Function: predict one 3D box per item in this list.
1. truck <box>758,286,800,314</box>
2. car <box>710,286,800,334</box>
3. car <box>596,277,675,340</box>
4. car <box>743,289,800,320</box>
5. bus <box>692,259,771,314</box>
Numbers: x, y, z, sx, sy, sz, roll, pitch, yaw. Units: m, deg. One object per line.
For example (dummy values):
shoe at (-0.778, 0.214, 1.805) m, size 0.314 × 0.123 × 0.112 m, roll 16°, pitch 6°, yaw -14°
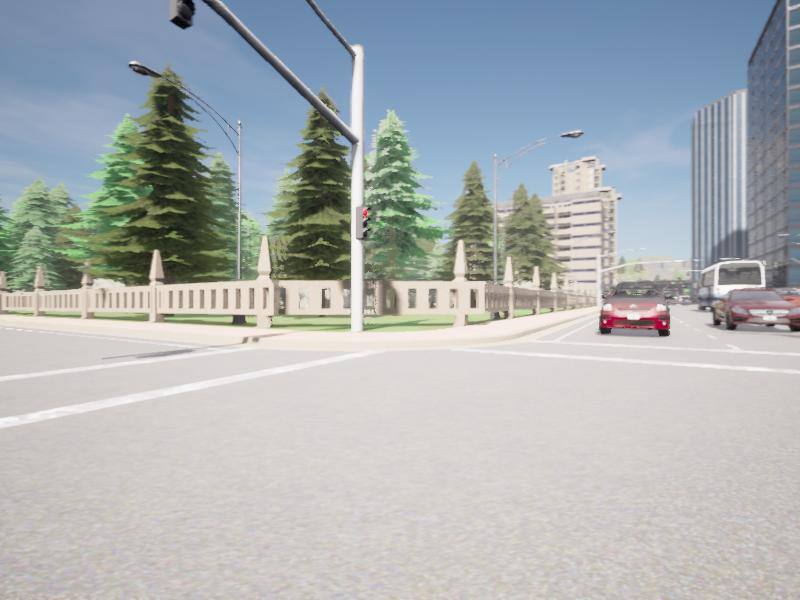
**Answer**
truck at (31.639, 0.031, 32.800) m, size 2.390 × 2.098 × 6.274 m, roll 0°, pitch 0°, yaw 32°
car at (12.697, 0.310, 14.451) m, size 1.812 × 1.442 × 4.674 m, roll 0°, pitch 0°, yaw 31°
car at (7.426, 0.222, 12.547) m, size 1.851 × 1.617 × 3.988 m, roll 0°, pitch 0°, yaw 33°
car at (22.109, 0.245, 23.455) m, size 2.152 × 1.651 × 5.027 m, roll 0°, pitch 0°, yaw 31°
bus at (29.686, -1.038, 36.469) m, size 3.944 × 4.253 × 10.273 m, roll 0°, pitch 0°, yaw 31°
